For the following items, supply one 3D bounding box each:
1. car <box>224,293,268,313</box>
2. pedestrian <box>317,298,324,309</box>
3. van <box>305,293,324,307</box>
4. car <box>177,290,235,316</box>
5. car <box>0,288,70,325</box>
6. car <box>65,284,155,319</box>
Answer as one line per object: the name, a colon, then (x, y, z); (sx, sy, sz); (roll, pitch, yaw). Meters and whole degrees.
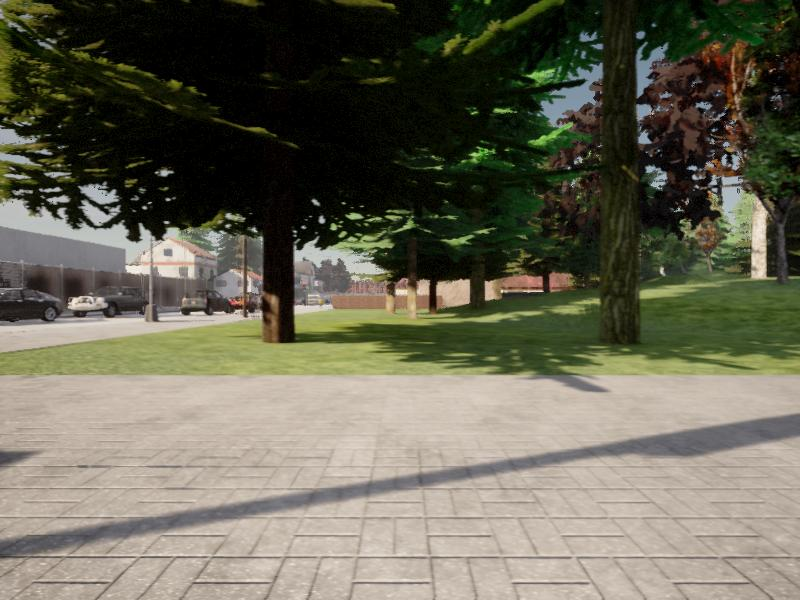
car: (-12.588, 0.235, 33.077); (2.007, 1.525, 4.514); (0, 0, -1)
pedestrian: (-7.542, 0.317, 38.035); (0.500, 1.100, 0.500); (0, 0, 1)
van: (-16.608, 0.002, 77.779); (2.351, 2.431, 6.366); (0, 0, 0)
car: (-12.742, 0.195, 26.573); (1.851, 1.617, 3.988); (0, 0, 0)
car: (-16.832, 0.254, 16.857); (1.837, 1.490, 4.892); (0, 0, 0)
car: (-16.748, 0.061, 23.465); (1.932, 1.855, 4.605); (0, 0, 0)
